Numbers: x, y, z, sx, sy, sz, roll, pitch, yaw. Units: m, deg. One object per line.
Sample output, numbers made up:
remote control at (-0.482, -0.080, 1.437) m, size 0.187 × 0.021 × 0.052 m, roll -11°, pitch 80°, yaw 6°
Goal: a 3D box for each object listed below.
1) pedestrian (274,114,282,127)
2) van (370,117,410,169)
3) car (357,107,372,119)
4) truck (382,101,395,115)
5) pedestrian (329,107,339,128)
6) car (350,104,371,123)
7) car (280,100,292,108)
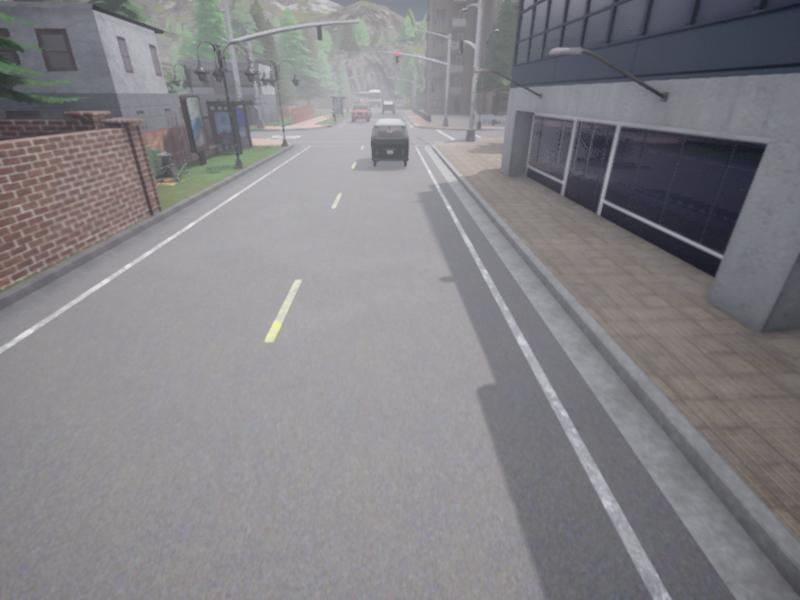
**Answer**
pedestrian at (-12.211, -17.990, 40.113) m, size 0.500 × 1.100 × 0.500 m, roll 0°, pitch 27°, yaw 0°
van at (-0.505, -7.903, 19.915) m, size 1.775 × 1.987 × 4.442 m, roll -1°, pitch 27°, yaw -1°
car at (-5.190, -27.722, 59.280) m, size 1.994 × 1.385 × 4.181 m, roll -1°, pitch 27°, yaw -1°
truck at (-2.094, -34.911, 72.540) m, size 2.390 × 2.098 × 6.274 m, roll -1°, pitch 27°, yaw -1°
pedestrian at (-6.896, -18.986, 41.616) m, size 0.751 × 1.860 × 0.751 m, roll 2°, pitch 27°, yaw 4°
car at (-4.929, -23.606, 50.499) m, size 2.150 × 2.045 × 5.566 m, roll -1°, pitch 27°, yaw -1°
car at (-27.892, -48.071, 98.026) m, size 1.932 × 1.855 × 4.605 m, roll -1°, pitch 27°, yaw -3°
